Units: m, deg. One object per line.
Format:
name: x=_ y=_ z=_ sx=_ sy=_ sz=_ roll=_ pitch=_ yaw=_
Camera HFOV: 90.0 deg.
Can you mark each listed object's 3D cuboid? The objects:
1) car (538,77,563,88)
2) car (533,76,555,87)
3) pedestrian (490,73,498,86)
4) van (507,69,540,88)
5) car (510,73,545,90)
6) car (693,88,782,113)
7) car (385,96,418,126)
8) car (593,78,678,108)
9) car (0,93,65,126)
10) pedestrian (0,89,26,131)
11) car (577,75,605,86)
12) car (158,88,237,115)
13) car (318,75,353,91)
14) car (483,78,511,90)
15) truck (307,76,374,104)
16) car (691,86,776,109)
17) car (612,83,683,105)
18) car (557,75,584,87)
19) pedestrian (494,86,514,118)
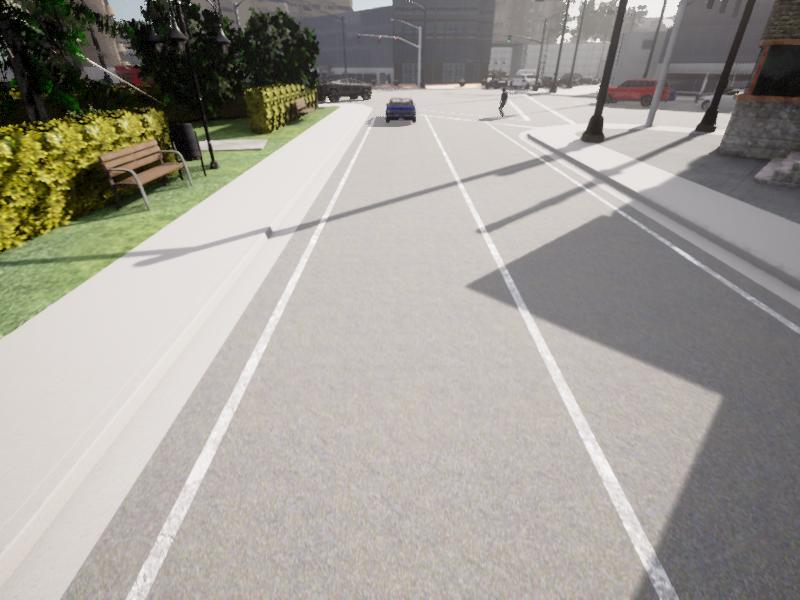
car: x=24.081 y=-34.720 z=63.858 sx=4.193 sy=1.474 sz=1.816 roll=-26 pitch=39 yaw=-37
car: x=24.678 y=-37.549 z=68.637 sx=1.845 sy=1.501 sz=3.633 roll=27 pitch=40 yaw=38
pedestrian: x=15.329 y=-36.016 z=65.345 sx=0.751 sy=1.860 sz=0.751 roll=27 pitch=39 yaw=37
van: x=19.942 y=-35.595 z=64.299 sx=5.915 sy=2.561 sz=1.988 roll=-26 pitch=39 yaw=-37
car: x=18.944 y=-32.438 z=59.392 sx=5.566 sy=2.045 sz=2.150 roll=-26 pitch=39 yaw=-37
car: x=25.287 y=-15.088 z=30.141 sx=1.812 sy=1.442 sz=4.674 roll=-27 pitch=39 yaw=-37
car: x=0.087 y=-11.982 z=25.180 sx=1.895 sy=1.301 sz=4.718 roll=0 pitch=30 yaw=0
car: x=20.142 y=-17.925 z=34.489 sx=2.150 sy=2.045 sz=5.566 roll=-27 pitch=39 yaw=-37
car: x=-23.423 y=-11.303 z=23.805 sx=4.902 sy=1.511 sz=2.128 roll=-26 pitch=39 yaw=-37
pedestrian: x=-20.059 y=-9.691 z=20.365 sx=0.751 sy=1.860 sz=0.751 roll=-15 pitch=34 yaw=-24
car: x=34.254 y=-39.465 z=71.803 sx=5.238 sy=1.638 sz=1.930 roll=-22 pitch=37 yaw=-33
car: x=-15.368 y=-15.252 z=30.582 sx=4.792 sy=1.488 sz=2.163 roll=-26 pitch=39 yaw=-37
car: x=-9.747 y=-32.979 z=60.627 sx=5.566 sy=2.045 sz=2.150 roll=26 pitch=39 yaw=37
car: x=14.590 y=-32.496 z=60.057 sx=4.193 sy=1.474 sz=1.816 roll=-26 pitch=39 yaw=-37
truck: x=-5.627 y=-20.447 z=38.862 sx=2.390 sy=2.098 sz=6.274 roll=26 pitch=39 yaw=36
car: x=27.181 y=-16.645 z=32.780 sx=1.837 sy=1.490 sz=4.892 roll=-26 pitch=39 yaw=-38
car: x=22.617 y=-18.957 z=36.764 sx=1.882 sy=1.535 sz=5.008 roll=-26 pitch=39 yaw=-38
car: x=28.925 y=-37.152 z=67.850 sx=5.238 sy=1.638 sz=1.930 roll=-26 pitch=39 yaw=-37
pedestrian: x=6.815 y=-12.992 z=26.248 sx=0.751 sy=1.860 sz=0.751 roll=-22 pitch=37 yaw=-33
